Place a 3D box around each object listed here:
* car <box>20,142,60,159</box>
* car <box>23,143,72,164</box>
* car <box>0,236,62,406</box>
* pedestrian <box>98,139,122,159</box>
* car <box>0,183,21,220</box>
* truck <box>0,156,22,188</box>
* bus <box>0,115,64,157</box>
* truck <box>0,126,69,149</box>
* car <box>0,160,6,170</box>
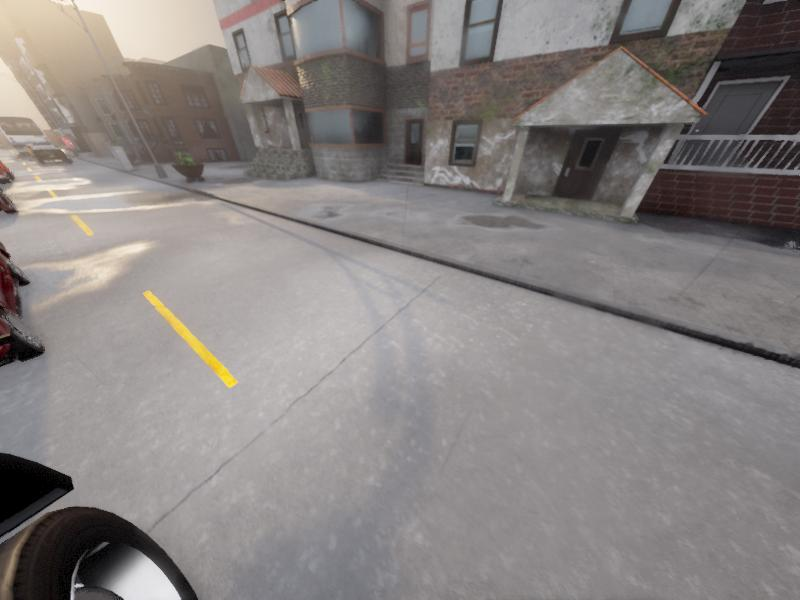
[{"bbox_3d":[-43.749,-18.187,28.089,5.008,1.535,1.882,22,41,28],"label":"car"},{"bbox_3d":[-36.221,-15.155,23.747,5.238,1.638,1.930,22,41,28],"label":"car"},{"bbox_3d":[-6.331,0.020,2.728,4.718,1.301,1.895,22,41,28],"label":"car"},{"bbox_3d":[-32.857,-17.171,26.220,0.751,1.860,0.751,11,37,15],"label":"pedestrian"},{"bbox_3d":[-15.102,-3.596,7.726,4.181,1.385,1.994,22,41,28],"label":"car"},{"bbox_3d":[-23.794,-7.611,12.384,5.204,2.467,2.627,23,41,27],"label":"truck"},{"bbox_3d":[-51.394,-22.339,31.572,10.273,4.253,3.944,22,41,28],"label":"bus"},{"bbox_3d":[-79.902,-35.159,49.933,2.891,3.827,8.468,22,41,28],"label":"truck"},{"bbox_3d":[-33.902,-11.492,18.348,3.866,1.878,1.905,22,41,28],"label":"car"}]
